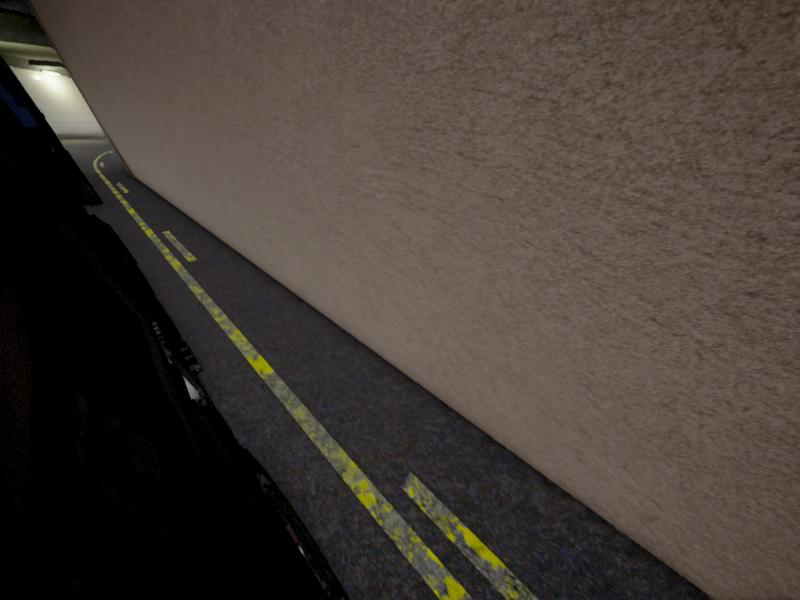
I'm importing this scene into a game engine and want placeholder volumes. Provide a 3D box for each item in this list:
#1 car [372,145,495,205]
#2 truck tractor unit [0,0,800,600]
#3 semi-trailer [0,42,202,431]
[{"bbox_3d":[1.169,-5.395,9.653,4.514,1.525,2.007,28,44,30],"label":"car"},{"bbox_3d":[-2.645,-0.295,0.352,6.516,4.208,3.053,28,44,30],"label":"truck tractor unit"},{"bbox_3d":[-8.708,-3.592,4.227,14.254,4.402,2.717,28,44,30],"label":"semi-trailer"}]
